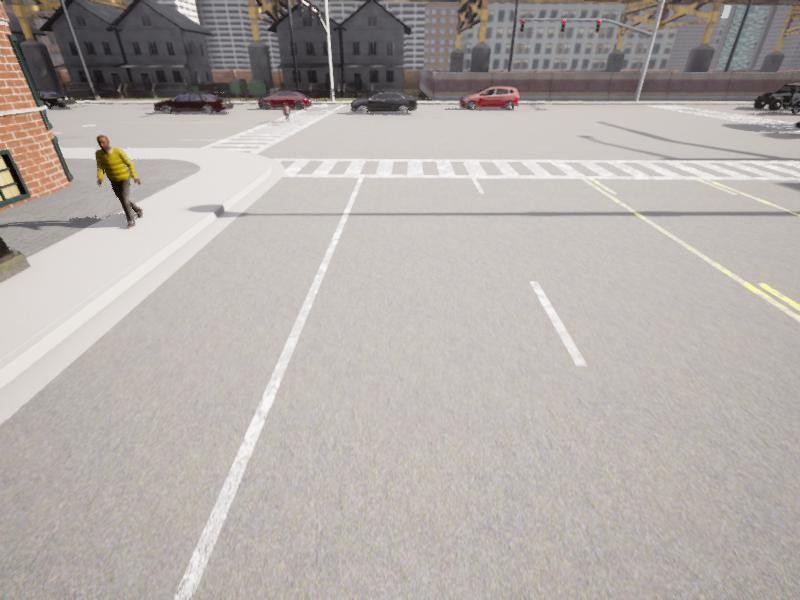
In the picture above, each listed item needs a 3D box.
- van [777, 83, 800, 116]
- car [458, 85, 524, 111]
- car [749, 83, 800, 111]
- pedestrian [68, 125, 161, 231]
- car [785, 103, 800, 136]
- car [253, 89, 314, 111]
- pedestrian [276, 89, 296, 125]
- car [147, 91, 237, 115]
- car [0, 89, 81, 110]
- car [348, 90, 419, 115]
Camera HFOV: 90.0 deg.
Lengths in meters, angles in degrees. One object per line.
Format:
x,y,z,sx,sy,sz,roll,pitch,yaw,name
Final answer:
30.145,-14.208,28.306,4.442,1.987,1.775,1,30,1,van
7.113,-16.058,31.794,4.611,1.667,2.242,1,30,1,car
30.397,-15.933,31.351,3.866,1.878,1.905,1,30,1,car
-5.555,-2.403,7.917,0.751,1.860,0.751,-3,30,-4,pedestrian
22.683,-8.720,19.515,5.357,1.411,2.033,1,30,1,car
-9.249,-16.084,32.145,4.181,1.385,1.994,1,30,1,car
-6.699,-11.341,23.499,0.751,1.860,0.751,-2,30,-3,pedestrian
-15.054,-14.384,29.216,5.357,1.411,2.033,1,30,1,car
-29.530,-16.290,32.481,5.357,1.411,2.033,1,30,1,car
-1.122,-14.294,28.957,4.892,1.490,1.837,1,30,1,car
